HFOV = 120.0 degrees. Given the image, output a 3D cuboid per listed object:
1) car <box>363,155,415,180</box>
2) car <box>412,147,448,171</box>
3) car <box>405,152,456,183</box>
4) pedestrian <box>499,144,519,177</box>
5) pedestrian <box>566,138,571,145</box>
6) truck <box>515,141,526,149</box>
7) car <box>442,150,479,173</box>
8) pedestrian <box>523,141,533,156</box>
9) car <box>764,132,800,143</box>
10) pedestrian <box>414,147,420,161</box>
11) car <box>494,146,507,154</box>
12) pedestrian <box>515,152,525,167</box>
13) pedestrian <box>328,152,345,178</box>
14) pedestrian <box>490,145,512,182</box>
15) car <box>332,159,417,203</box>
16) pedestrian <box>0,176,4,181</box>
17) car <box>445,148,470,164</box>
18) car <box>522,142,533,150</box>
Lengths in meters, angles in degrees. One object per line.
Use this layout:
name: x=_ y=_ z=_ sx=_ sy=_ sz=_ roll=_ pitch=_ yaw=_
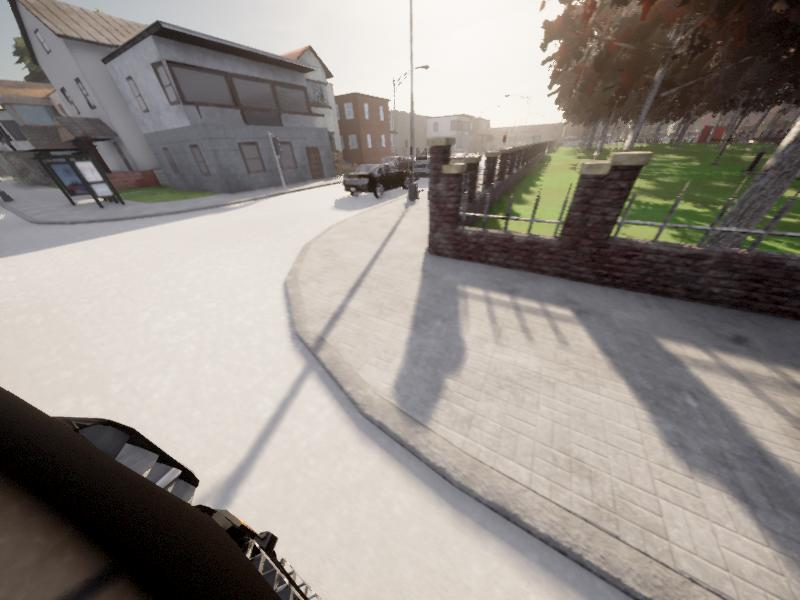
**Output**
car: x=-0.723 y=-11.516 z=19.948 sx=2.128 sy=1.511 sz=4.902 roll=16 pitch=38 yaw=26
car: x=3.267 y=-15.292 z=24.989 sx=1.932 sy=1.855 sz=4.605 roll=18 pitch=39 yaw=28
car: x=2.451 y=-10.092 z=17.461 sx=2.033 sy=1.649 sz=4.856 roll=15 pitch=37 yaw=25
pedestrian: x=7.451 y=-9.537 z=15.806 sx=0.751 sy=1.860 sz=0.751 roll=16 pitch=38 yaw=26
pedestrian: x=55.327 y=-51.939 z=75.894 sx=0.751 sy=1.860 sz=0.751 roll=-29 pitch=42 yaw=-34
truck: x=41.618 y=-53.548 z=79.778 sx=2.390 sy=2.098 sz=6.274 roll=16 pitch=38 yaw=26
car: x=5.943 y=-13.434 z=22.326 sx=2.128 sy=1.511 sz=4.902 roll=14 pitch=37 yaw=24
pedestrian: x=19.514 y=-23.128 z=35.319 sx=0.751 sy=1.860 sz=0.751 roll=26 pitch=43 yaw=36
car: x=74.688 y=-31.593 z=44.959 sx=2.152 sy=1.651 sz=5.027 roll=16 pitch=38 yaw=26
pedestrian: x=2.677 y=-23.049 z=36.463 sx=0.751 sy=1.860 sz=0.751 roll=24 pitch=42 yaw=35
car: x=23.957 y=-35.746 z=54.953 sx=1.812 sy=1.442 sz=4.674 roll=16 pitch=38 yaw=26
pedestrian: x=11.264 y=-13.158 z=21.645 sx=0.500 sy=1.100 sz=0.500 roll=17 pitch=38 yaw=27
pedestrian: x=-5.555 y=-11.829 z=20.237 sx=0.751 sy=1.860 sz=0.751 roll=16 pitch=38 yaw=26
pedestrian: x=6.039 y=-8.133 z=13.804 sx=0.751 sy=1.860 sz=0.751 roll=16 pitch=38 yaw=26
car: x=-1.088 y=-6.749 z=12.810 sx=2.128 sy=1.511 sz=4.902 roll=16 pitch=38 yaw=26
pedestrian: x=-69.388 y=-21.447 z=39.539 sx=0.751 sy=1.860 sz=0.751 roll=16 pitch=38 yaw=26
car: x=8.120 y=-20.259 z=32.426 sx=1.837 sy=1.490 sz=4.892 roll=16 pitch=39 yaw=26
car: x=36.437 y=-43.846 z=65.859 sx=2.097 sy=1.767 sz=4.553 roll=16 pitch=38 yaw=26
